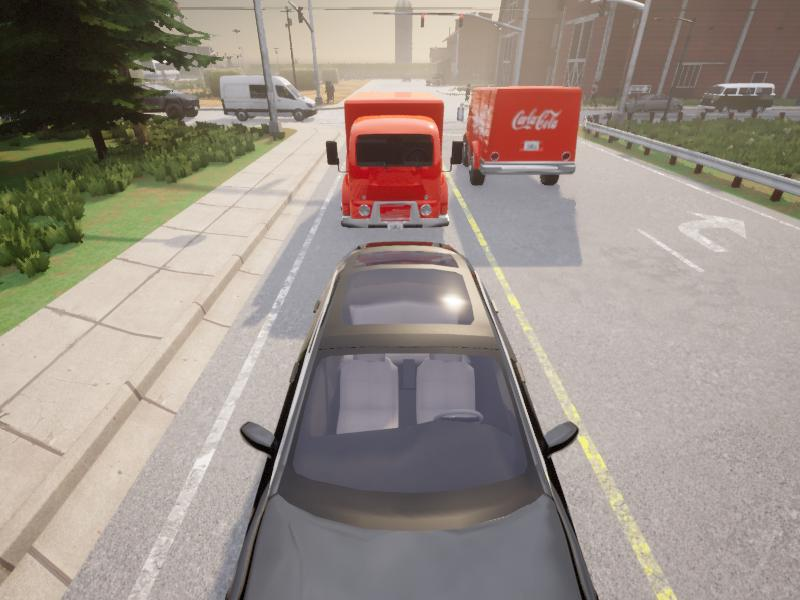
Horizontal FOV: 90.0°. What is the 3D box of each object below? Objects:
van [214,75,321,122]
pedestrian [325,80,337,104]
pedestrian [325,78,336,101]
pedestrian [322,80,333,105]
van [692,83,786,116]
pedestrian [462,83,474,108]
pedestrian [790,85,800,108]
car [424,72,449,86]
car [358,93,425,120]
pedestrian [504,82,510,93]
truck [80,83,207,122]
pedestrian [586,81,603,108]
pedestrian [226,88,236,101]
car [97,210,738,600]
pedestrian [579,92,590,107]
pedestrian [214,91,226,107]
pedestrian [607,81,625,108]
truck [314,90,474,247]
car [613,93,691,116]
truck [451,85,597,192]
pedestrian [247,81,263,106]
[{"bbox_3d":[-8.419,-13.099,25.989,5.915,2.561,1.988,0,30,0],"label":"van"},{"bbox_3d":[-6.064,-18.405,35.357,0.751,1.860,0.751,-10,32,-17],"label":"pedestrian"},{"bbox_3d":[-6.713,-20.321,38.638,0.751,1.860,0.751,-11,32,-19],"label":"pedestrian"},{"bbox_3d":[-6.151,-17.603,33.994,0.751,1.860,0.751,-3,30,-5],"label":"pedestrian"},{"bbox_3d":[24.555,-14.639,29.142,4.480,2.038,2.069,0,30,0],"label":"van"},{"bbox_3d":[5.616,-16.967,33.196,0.751,1.860,0.751,2,30,3],"label":"pedestrian"},{"bbox_3d":[32.795,-16.666,32.447,0.751,1.860,0.751,0,30,0],"label":"pedestrian"},{"bbox_3d":[6.290,-37.974,68.886,1.905,1.878,3.866,-31,40,-33],"label":"car"},{"bbox_3d":[-0.558,-13.488,27.794,4.181,1.385,1.994,-15,34,-24],"label":"car"},{"bbox_3d":[12.865,-25.472,47.985,0.500,1.100,0.500,7,31,12],"label":"pedestrian"},{"bbox_3d":[-16.491,-12.914,26.105,6.274,2.098,2.390,0,30,0],"label":"truck"},{"bbox_3d":[15.799,-16.716,32.523,0.751,1.860,0.751,5,31,8],"label":"pedestrian"},{"bbox_3d":[-15.986,-19.456,37.902,0.500,1.100,0.500,14,33,22],"label":"pedestrian"},{"bbox_3d":[0.057,0.760,3.240,2.128,1.511,4.902,0,30,0],"label":"car"},{"bbox_3d":[15.080,-16.428,32.783,0.500,1.100,0.500,4,30,6],"label":"pedestrian"},{"bbox_3d":[-14.970,-16.739,33.299,0.500,1.100,0.500,1,30,3],"label":"pedestrian"},{"bbox_3d":[17.591,-16.733,32.553,0.751,1.860,0.751,18,35,28],"label":"pedestrian"},{"bbox_3d":[-0.138,-3.422,9.427,2.627,2.467,5.204,-1,30,-1],"label":"truck"},{"bbox_3d":[18.372,-14.351,29.312,4.181,1.385,1.994,0,30,0],"label":"car"},{"bbox_3d":[3.295,-5.135,12.284,2.627,2.467,5.204,0,27,-1],"label":"truck"},{"bbox_3d":[-12.077,-17.254,33.423,0.751,1.860,0.751,1,30,1],"label":"pedestrian"}]
